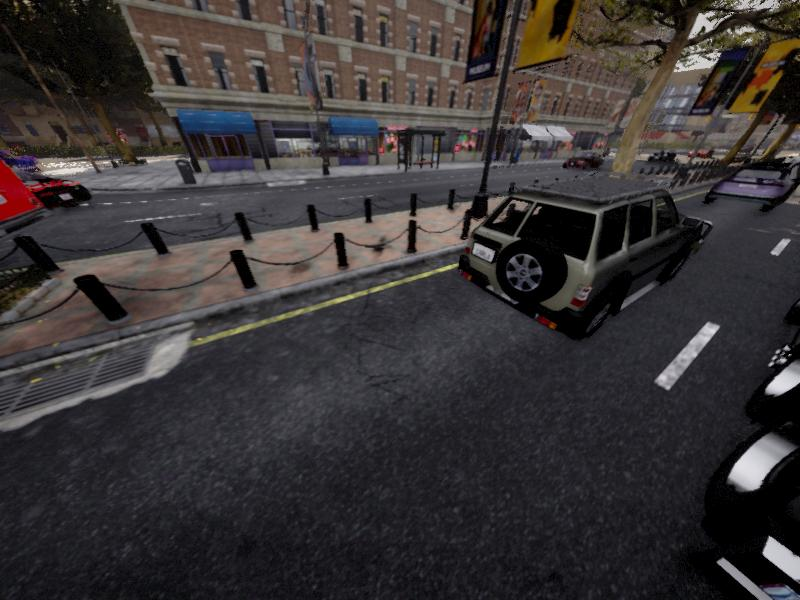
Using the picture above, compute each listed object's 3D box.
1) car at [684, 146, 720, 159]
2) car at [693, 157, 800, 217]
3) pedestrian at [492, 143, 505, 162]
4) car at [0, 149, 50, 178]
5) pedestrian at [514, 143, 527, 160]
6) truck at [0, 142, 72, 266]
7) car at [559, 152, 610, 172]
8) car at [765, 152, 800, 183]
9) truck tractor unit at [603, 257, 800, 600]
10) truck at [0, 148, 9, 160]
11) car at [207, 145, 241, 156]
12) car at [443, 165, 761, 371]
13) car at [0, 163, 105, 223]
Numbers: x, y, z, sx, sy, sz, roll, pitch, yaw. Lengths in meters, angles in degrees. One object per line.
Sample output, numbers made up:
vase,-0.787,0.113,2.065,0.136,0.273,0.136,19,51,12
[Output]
car,48.836,-23.866,37.333,4.611,1.667,2.242,-18,39,-25
car,15.520,-5.052,9.998,4.856,1.649,2.033,-19,39,-25
pedestrian,11.709,-17.609,27.524,0.751,1.860,0.751,-14,37,-19
car,-28.812,-9.981,16.785,1.882,1.535,5.008,-20,39,-26
pedestrian,15.289,-18.822,29.303,0.751,1.860,0.751,-12,37,-17
truck,-11.378,-1.695,4.191,5.204,2.467,2.627,-19,39,-25
car,17.627,-13.287,22.094,4.181,1.385,1.994,-19,39,-25
car,29.309,-9.681,16.765,5.238,1.638,1.930,-19,39,-25
truck tractor unit,5.098,-0.312,0.802,6.516,4.208,3.053,-19,39,-25
truck,-52.511,-17.585,27.034,6.274,2.098,2.390,-15,37,-20
car,-29.337,-25.093,38.683,4.181,1.385,1.994,-17,38,-23
car,3.245,-1.046,3.900,4.605,1.855,1.932,-18,39,-25
car,-14.297,-3.636,7.785,4.974,1.542,2.038,-5,35,-8
